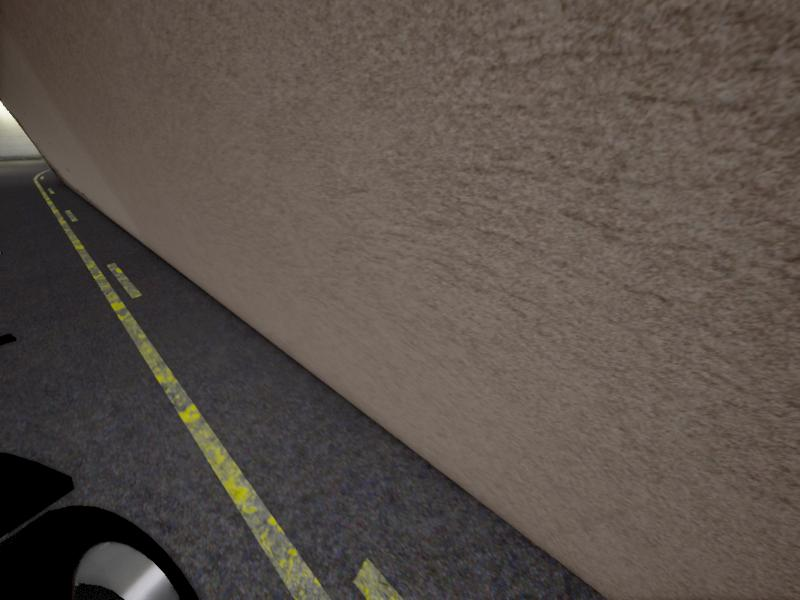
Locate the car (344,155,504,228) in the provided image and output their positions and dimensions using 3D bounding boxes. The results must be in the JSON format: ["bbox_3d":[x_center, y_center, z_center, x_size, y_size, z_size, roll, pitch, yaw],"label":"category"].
[{"bbox_3d":[0.762,-4.131,8.394,5.027,1.651,2.152,17,38,22],"label":"car"}]
